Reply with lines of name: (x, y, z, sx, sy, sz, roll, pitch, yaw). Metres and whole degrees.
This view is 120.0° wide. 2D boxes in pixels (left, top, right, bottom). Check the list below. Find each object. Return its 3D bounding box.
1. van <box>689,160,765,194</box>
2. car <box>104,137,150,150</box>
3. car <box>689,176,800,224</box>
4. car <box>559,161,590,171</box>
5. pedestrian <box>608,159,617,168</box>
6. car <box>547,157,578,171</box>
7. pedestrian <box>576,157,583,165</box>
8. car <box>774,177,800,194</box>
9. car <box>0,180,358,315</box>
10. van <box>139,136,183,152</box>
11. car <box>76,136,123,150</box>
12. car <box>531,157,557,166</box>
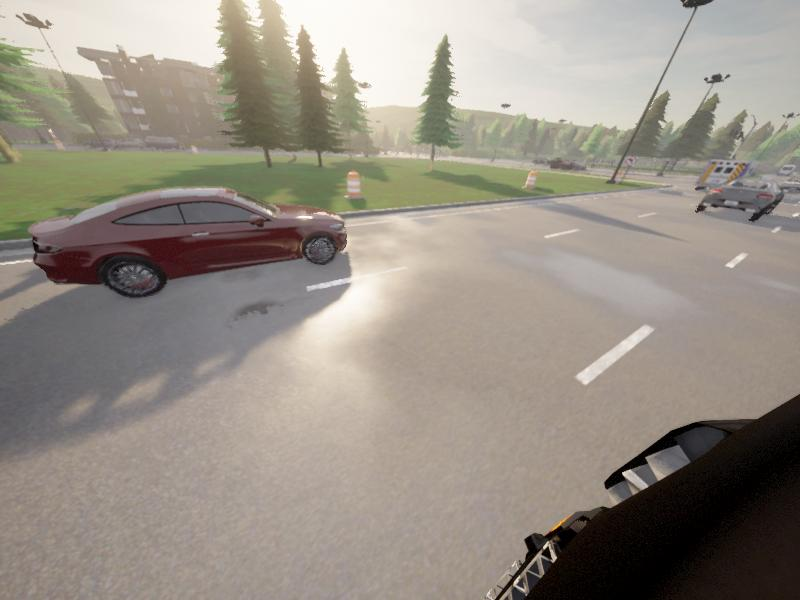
van: (30.358, -11.488, 21.448, 6.366, 2.431, 2.351, -16, 38, -26)
car: (-48.295, -27.859, 41.076, 4.611, 1.667, 2.242, -16, 38, -26)
car: (17.734, -5.311, 11.881, 5.027, 1.651, 2.152, -16, 38, -26)
car: (32.939, -25.429, 43.725, 1.994, 1.385, 4.181, -16, 38, -26)
pedestrian: (51.553, -33.099, 55.966, 0.751, 1.860, 0.751, -13, 37, -23)
car: (29.730, -24.976, 42.326, 1.905, 1.878, 3.866, -16, 38, -26)
pedestrian: (48.180, -37.229, 61.972, 0.751, 1.860, 0.751, -13, 37, -23)
car: (41.748, -12.057, 24.188, 4.718, 1.301, 1.895, -16, 38, -26)
car: (-3.422, -1.406, 4.549, 4.674, 1.442, 1.812, -16, 38, -26)
van: (-39.720, -25.973, 38.571, 4.442, 1.987, 1.775, -16, 38, -26)
car: (-48.648, -25.506, 37.544, 3.988, 1.617, 1.851, -16, 38, -26)
car: (36.267, -35.029, 58.271, 1.930, 1.638, 5.238, -16, 38, -26)
